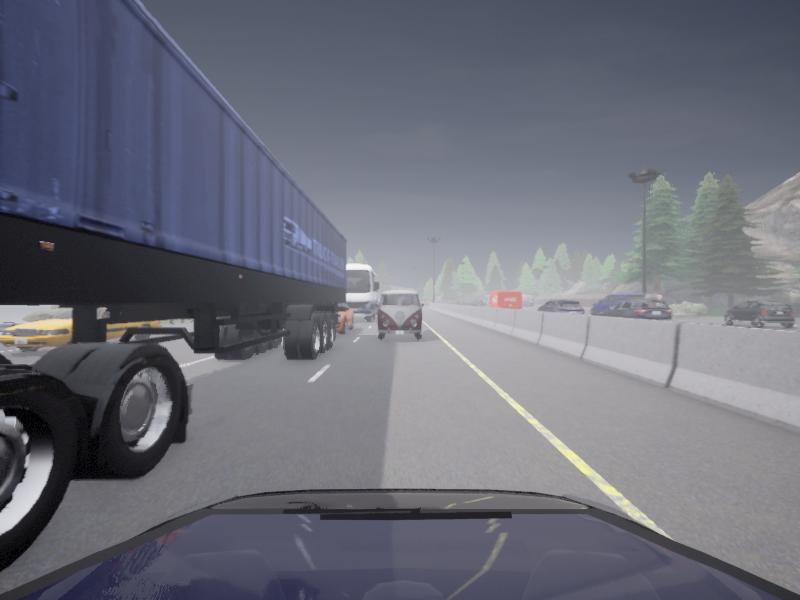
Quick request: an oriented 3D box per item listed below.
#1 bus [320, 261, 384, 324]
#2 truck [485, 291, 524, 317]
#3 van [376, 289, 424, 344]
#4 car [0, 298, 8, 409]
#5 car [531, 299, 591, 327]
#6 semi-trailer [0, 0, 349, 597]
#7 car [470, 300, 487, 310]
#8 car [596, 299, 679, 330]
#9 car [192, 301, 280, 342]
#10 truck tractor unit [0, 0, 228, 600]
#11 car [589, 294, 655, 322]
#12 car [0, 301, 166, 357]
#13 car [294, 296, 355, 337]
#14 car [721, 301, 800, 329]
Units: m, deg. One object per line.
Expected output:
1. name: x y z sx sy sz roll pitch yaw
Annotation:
1. bus: -3.424 -0.512 32.068 3.944 4.253 10.273 0 0 0
2. truck: 10.431 0.387 40.376 2.627 2.467 5.204 0 0 0
3. van: -0.007 0.611 16.808 1.775 1.987 4.442 0 0 0
4. car: -7.001 0.784 3.530 2.152 1.651 5.027 0 0 0
5. car: 10.469 0.797 26.471 2.033 1.649 4.856 0 0 0
6. semi-trailer: -3.476 -0.611 9.228 2.717 4.402 14.254 0 0 0
7. car: 13.878 0.816 70.811 2.242 1.667 4.611 0 0 1
8. car: 13.975 0.774 23.954 2.242 1.667 4.611 0 0 0
9. car: -7.009 0.835 17.768 1.882 1.535 5.008 0 0 0
10. truck tractor unit: -3.500 -0.521 1.314 3.053 4.208 6.516 0 0 0
11. car: 17.457 0.591 31.918 2.150 2.045 5.566 0 0 0
12. car: -10.505 0.813 13.759 1.801 1.575 5.366 0 0 0
13. car: -3.512 0.708 19.501 2.097 1.767 4.553 0 0 0
14. car: 21.383 0.827 23.959 1.789 1.549 3.705 0 0 9
